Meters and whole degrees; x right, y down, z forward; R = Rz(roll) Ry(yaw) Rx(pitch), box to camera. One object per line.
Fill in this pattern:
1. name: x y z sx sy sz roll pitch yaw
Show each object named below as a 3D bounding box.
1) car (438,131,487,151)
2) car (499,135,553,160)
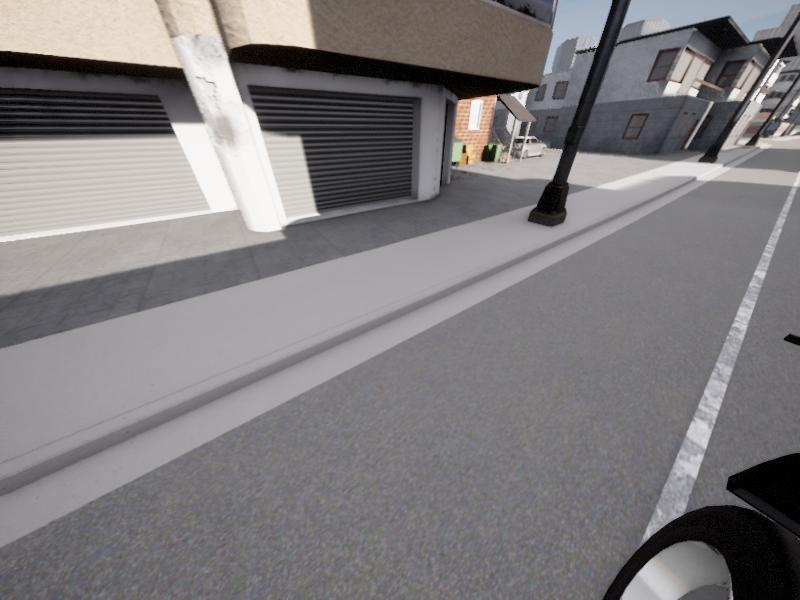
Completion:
1. car: 6.779 -17.254 25.016 5.027 1.636 2.152 -22 41 -27
2. car: 10.508 -12.767 19.287 3.806 1.475 1.970 -23 41 -26
